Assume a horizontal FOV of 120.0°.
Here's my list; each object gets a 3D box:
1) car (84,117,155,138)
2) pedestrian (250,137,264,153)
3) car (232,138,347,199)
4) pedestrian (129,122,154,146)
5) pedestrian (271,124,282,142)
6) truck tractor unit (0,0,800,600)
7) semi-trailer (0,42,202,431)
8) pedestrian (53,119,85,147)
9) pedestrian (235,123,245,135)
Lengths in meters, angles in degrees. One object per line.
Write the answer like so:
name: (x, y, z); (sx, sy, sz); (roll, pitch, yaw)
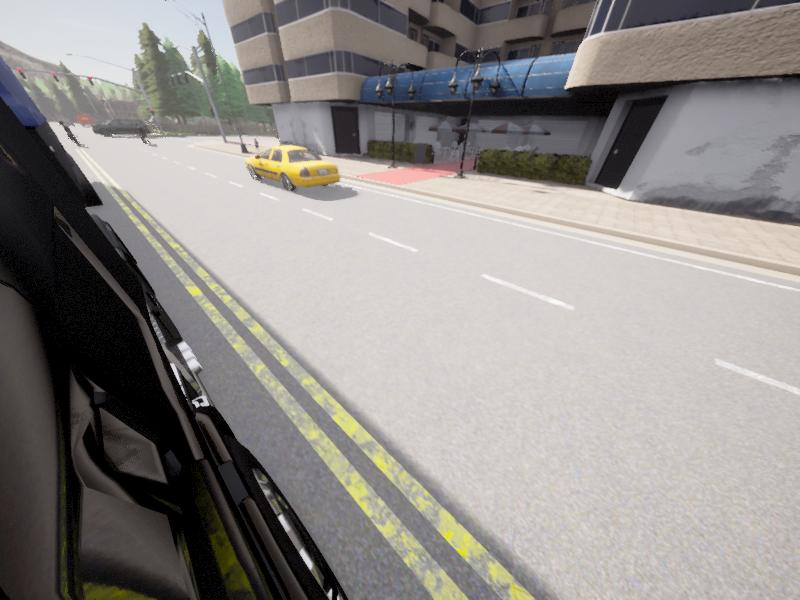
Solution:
car: (-37.549, -23.167, 31.154); (2.150, 2.045, 5.566); (28, 44, 31)
pedestrian: (-11.576, -12.530, 18.680); (0.500, 1.100, 0.500); (31, 45, 33)
car: (-4.796, -5.793, 9.838); (5.366, 1.575, 1.801); (28, 44, 30)
pedestrian: (-24.524, -15.728, 21.933); (0.751, 1.860, 0.751); (27, 43, 30)
pedestrian: (-16.343, -22.144, 30.669); (0.751, 1.860, 0.751); (-10, 38, -16)
truck tractor unit: (-2.645, -0.295, 0.351); (6.516, 4.208, 3.053); (28, 44, 30)
semi-trailer: (-8.716, -3.569, 4.246); (14.254, 4.402, 2.717); (28, 44, 30)
pedestrian: (-27.638, -13.919, 19.315); (0.751, 1.860, 0.751); (29, 44, 31)
pedestrian: (-29.779, -31.871, 43.089); (0.751, 1.860, 0.751); (29, 44, 31)
